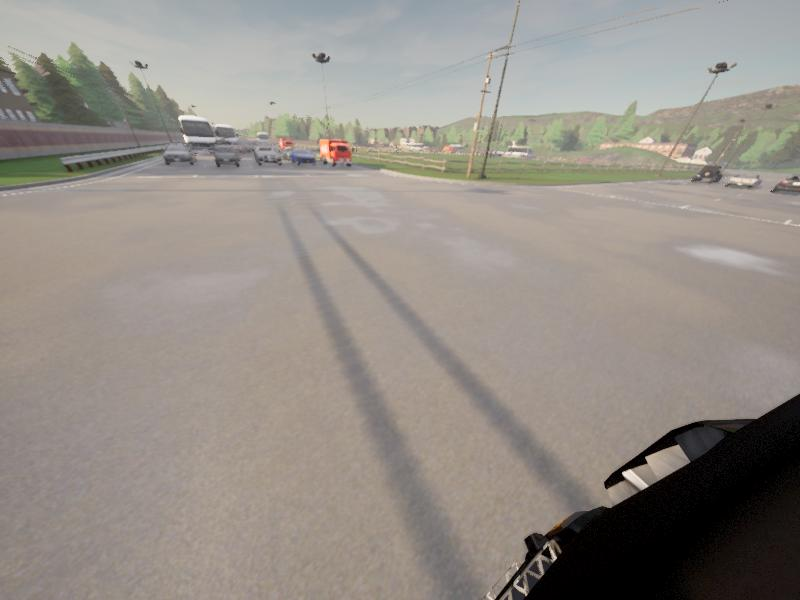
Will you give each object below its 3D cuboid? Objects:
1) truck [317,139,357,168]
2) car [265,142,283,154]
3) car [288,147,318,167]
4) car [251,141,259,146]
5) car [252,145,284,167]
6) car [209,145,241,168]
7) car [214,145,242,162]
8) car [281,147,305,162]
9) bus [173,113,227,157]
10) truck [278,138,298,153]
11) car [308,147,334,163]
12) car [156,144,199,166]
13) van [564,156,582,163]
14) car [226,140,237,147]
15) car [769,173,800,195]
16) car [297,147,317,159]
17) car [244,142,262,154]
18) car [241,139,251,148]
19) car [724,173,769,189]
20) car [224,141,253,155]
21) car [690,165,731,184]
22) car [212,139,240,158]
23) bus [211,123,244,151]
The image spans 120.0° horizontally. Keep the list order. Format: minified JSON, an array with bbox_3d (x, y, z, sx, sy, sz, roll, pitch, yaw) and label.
[{"bbox_3d":[-7.115,-16.511,25.964,2.627,2.467,5.204,-16,38,-26],"label":"truck"},{"bbox_3d":[-24.384,-29.264,44.496,2.242,1.667,4.611,-16,38,-26],"label":"car"},{"bbox_3d":[-10.775,-15.859,25.546,1.882,1.535,5.008,-16,38,-26],"label":"car"},{"bbox_3d":[-53.797,-58.034,85.555,2.128,1.511,4.902,-16,38,-26],"label":"car"},{"bbox_3d":[-13.795,-15.030,23.984,2.152,1.651,5.027,-16,38,-26],"label":"car"},{"bbox_3d":[-15.521,-12.863,20.653,1.789,1.549,3.705,-16,38,-26],"label":"car"},{"bbox_3d":[-19.034,-16.330,25.753,1.994,1.385,4.181,-15,38,-25],"label":"car"},{"bbox_3d":[-13.931,-18.926,29.960,1.970,1.475,3.806,-16,38,-26],"label":"car"},{"bbox_3d":[-27.922,-22.856,32.246,3.944,4.253,10.273,-22,41,-31],"label":"bus"},{"bbox_3d":[-24.153,-33.213,49.727,2.627,2.467,5.204,-16,38,-26],"label":"truck"},{"bbox_3d":[-10.771,-19.681,31.299,2.007,1.525,4.514,-16,38,-26],"label":"car"},{"bbox_3d":[-19.606,-12.993,20.626,1.812,1.442,4.674,-16,38,-26],"label":"car"},{"bbox_3d":[59.963,-48.737,80.128,1.775,1.987,4.442,-16,38,-26],"label":"van"},{"bbox_3d":[-47.154,-43.909,64.755,2.152,1.651,5.027,-16,38,-26],"label":"car"},{"bbox_3d":[39.218,-11.418,22.693,4.611,1.667,2.242,-16,38,-26],"label":"car"},{"bbox_3d":[-15.009,-23.767,37.248,1.994,1.385,4.181,-16,38,-26],"label":"car"},{"bbox_3d":[-25.746,-26.638,40.446,2.242,1.667,4.611,-15,37,-24],"label":"car"},{"bbox_3d":[-43.795,-44.561,65.757,1.905,1.878,3.866,-16,38,-26],"label":"car"},{"bbox_3d":[39.254,-13.514,26.185,4.718,1.301,1.895,-16,38,-26],"label":"car"},{"bbox_3d":[-25.524,-24.103,36.647,2.242,1.667,4.611,-6,35,-13],"label":"car"},{"bbox_3d":[39.831,-16.161,29.671,3.866,1.878,1.905,-16,38,-26],"label":"car"},{"bbox_3d":[-22.453,-19.506,29.785,1.905,1.878,3.866,-24,43,-33],"label":"car"},{"bbox_3d":[-36.191,-34.405,48.975,3.944,4.253,10.273,-14,37,-25],"label":"bus"}]
